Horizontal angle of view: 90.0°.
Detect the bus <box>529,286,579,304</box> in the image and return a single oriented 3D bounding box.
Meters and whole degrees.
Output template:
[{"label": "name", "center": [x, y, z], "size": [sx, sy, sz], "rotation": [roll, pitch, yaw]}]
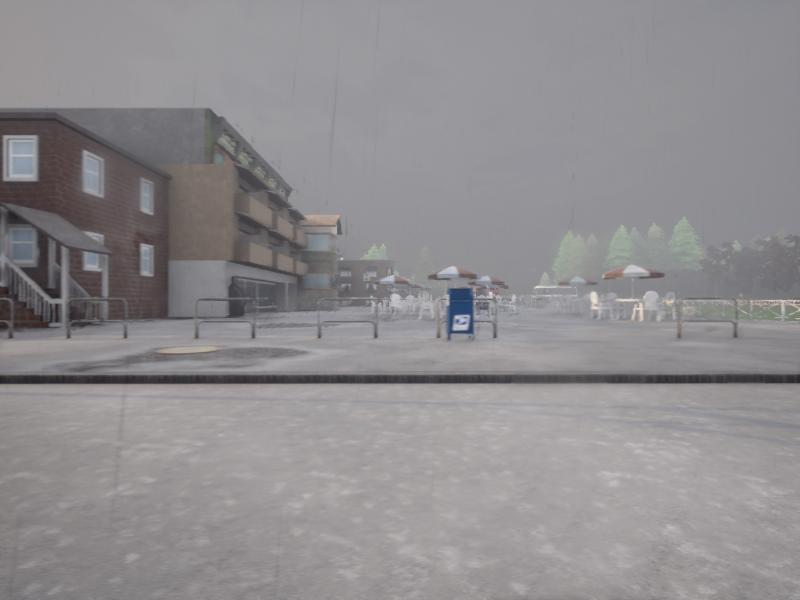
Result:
[{"label": "bus", "center": [35.689, -1.161, 93.033], "size": [10.273, 4.253, 3.944], "rotation": [0, 0, 0]}]
